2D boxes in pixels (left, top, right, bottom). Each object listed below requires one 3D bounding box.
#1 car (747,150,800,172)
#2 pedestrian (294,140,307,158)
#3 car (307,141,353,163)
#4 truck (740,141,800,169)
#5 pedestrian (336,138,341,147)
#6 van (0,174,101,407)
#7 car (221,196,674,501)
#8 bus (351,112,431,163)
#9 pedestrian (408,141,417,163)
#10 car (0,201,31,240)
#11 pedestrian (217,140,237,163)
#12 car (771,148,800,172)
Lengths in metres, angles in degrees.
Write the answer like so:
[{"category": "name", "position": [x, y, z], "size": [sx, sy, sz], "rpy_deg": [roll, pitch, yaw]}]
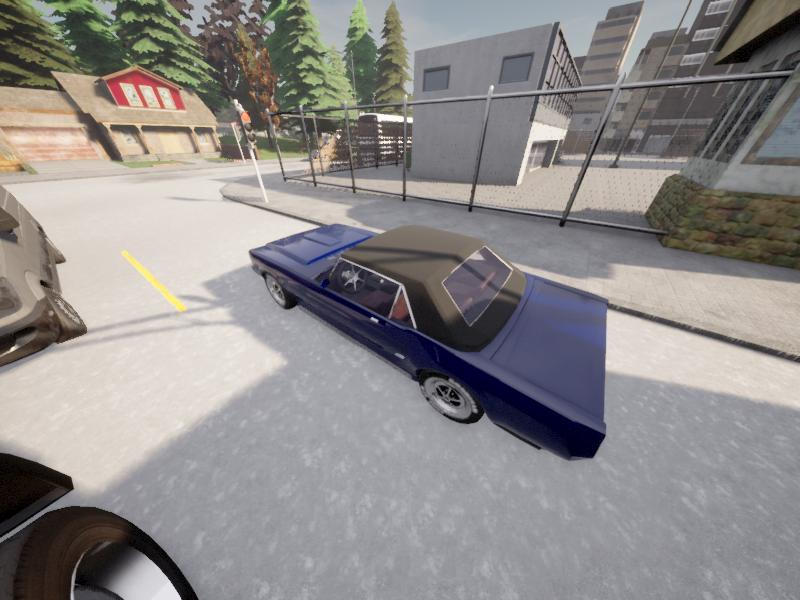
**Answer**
[{"category": "car", "position": [34.002, -11.565, 19.228], "size": [5.357, 1.415, 2.033], "rpy_deg": [23, 41, 28]}, {"category": "pedestrian", "position": [-12.103, -18.426, 28.153], "size": [0.751, 1.860, 0.751], "rpy_deg": [23, 41, 29]}, {"category": "car", "position": [-7.774, -16.789, 26.067], "size": [1.932, 1.855, 4.605], "rpy_deg": [22, 40, 27]}, {"category": "truck", "position": [36.441, -13.612, 21.609], "size": [4.478, 2.038, 2.069], "rpy_deg": [23, 41, 28]}, {"category": "pedestrian", "position": [-16.361, -42.073, 61.697], "size": [0.751, 1.860, 0.751], "rpy_deg": [28, 44, 34]}, {"category": "van", "position": [-6.595, -0.859, 2.897], "size": [5.915, 2.561, 1.988], "rpy_deg": [24, 41, 30]}, {"category": "car", "position": [-0.119, -0.260, 3.159], "size": [4.718, 1.301, 1.895], "rpy_deg": [24, 41, 29]}, {"category": "bus", "position": [-0.612, -19.524, 27.940], "size": [3.944, 4.253, 10.273], "rpy_deg": [22, 41, 28]}, {"category": "pedestrian", "position": [1.275, -14.924, 23.275], "size": [0.751, 1.860, 0.751], "rpy_deg": [8, 36, 10]}, {"category": "car", "position": [-12.374, -2.474, 5.992], "size": [3.705, 1.549, 1.789], "rpy_deg": [15, 38, 20]}, {"category": "pedestrian", "position": [-16.916, -14.520, 22.575], "size": [0.751, 1.860, 0.751], "rpy_deg": [22, 41, 28]}, {"category": "car", "position": [33.740, -11.572, 19.111], "size": [1.789, 1.547, 3.705], "rpy_deg": [23, 41, 28]}]
